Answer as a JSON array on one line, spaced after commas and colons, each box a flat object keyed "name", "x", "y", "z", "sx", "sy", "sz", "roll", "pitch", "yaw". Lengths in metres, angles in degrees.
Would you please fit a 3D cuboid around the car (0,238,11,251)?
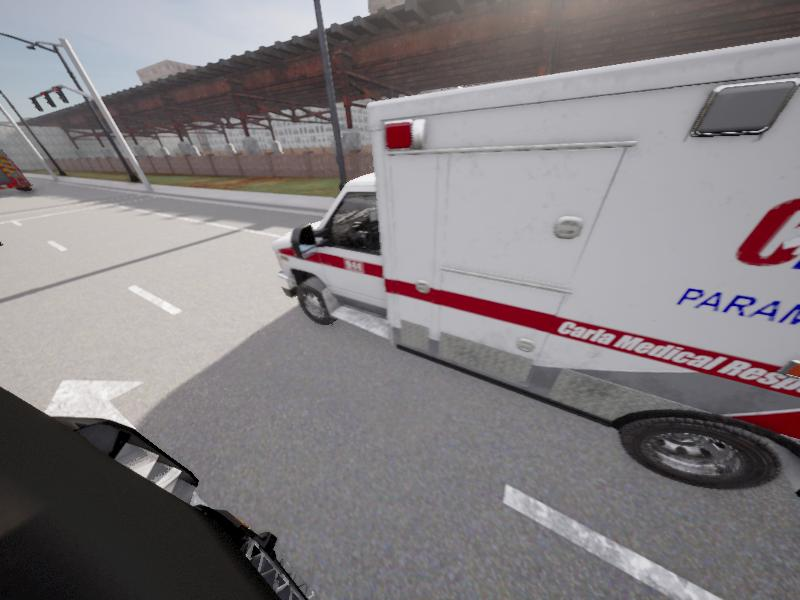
[{"name": "car", "x": -15.266, "y": -2.396, "z": 7.276, "sx": 5.027, "sy": 1.651, "sz": 2.152, "roll": 16, "pitch": 38, "yaw": 25}]

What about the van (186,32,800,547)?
[{"name": "van", "x": 1.280, "y": -0.522, "z": 2.464, "sx": 6.366, "sy": 2.431, "sz": 2.351, "roll": 15, "pitch": 38, "yaw": 25}]

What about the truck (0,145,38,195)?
[{"name": "truck", "x": -37.704, "y": -11.866, "z": 20.801, "sx": 8.468, "sy": 3.827, "sz": 2.891, "roll": 15, "pitch": 38, "yaw": 24}]
